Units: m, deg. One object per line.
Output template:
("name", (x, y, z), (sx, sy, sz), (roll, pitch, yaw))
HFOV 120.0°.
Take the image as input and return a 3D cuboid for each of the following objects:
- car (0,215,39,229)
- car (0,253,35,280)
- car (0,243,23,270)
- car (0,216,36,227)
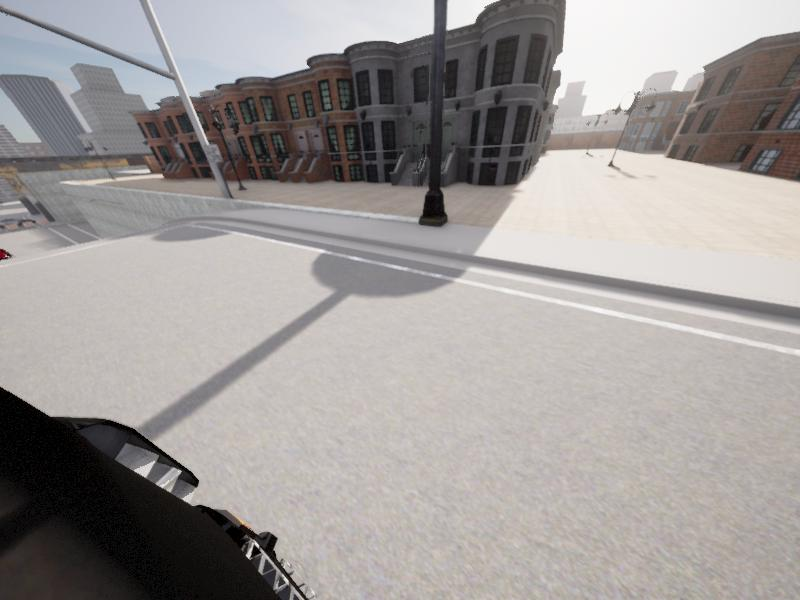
("car", (-78.757, -15.897, 47.215), (4.974, 1.542, 2.038), (-20, 37, -24))
("car", (-38.659, -3.396, 22.932), (4.605, 1.855, 1.932), (7, 33, 33))
("car", (-19.318, -1.914, 10.297), (4.181, 1.385, 1.994), (4, 33, 34))
("car", (-78.808, -16.012, 47.107), (4.536, 1.218, 1.853), (-20, 37, -24))
